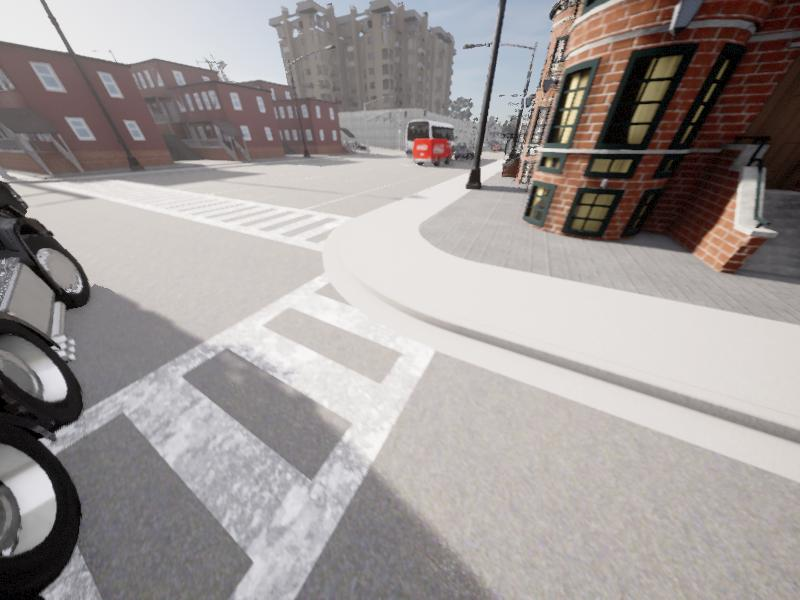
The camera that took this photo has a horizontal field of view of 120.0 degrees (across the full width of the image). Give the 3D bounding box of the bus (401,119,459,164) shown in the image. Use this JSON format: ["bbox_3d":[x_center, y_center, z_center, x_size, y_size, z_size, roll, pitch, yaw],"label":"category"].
[{"bbox_3d":[4.220,-20.944,30.646,3.944,4.253,10.273,16,38,22],"label":"bus"}]

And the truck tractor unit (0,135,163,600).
[{"bbox_3d":[-4.877,-0.484,1.051,6.516,4.208,3.053,27,43,33],"label":"truck tractor unit"}]
